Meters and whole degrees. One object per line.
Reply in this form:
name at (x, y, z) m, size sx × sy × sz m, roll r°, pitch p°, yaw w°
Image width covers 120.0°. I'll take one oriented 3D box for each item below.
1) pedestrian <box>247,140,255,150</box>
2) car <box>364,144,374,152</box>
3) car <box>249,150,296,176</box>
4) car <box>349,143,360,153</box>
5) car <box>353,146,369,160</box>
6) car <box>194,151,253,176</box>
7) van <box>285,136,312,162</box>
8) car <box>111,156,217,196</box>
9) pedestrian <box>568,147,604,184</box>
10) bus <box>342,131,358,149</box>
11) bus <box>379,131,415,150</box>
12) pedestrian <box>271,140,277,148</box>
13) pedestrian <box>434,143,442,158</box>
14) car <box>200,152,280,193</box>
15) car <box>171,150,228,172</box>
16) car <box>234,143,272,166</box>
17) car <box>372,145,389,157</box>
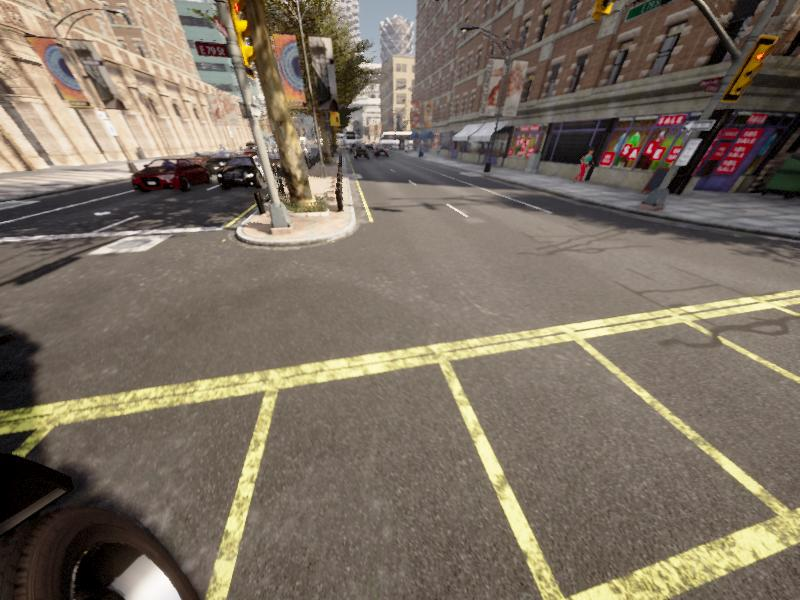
pedestrian at (-32.620, -33.922, 50.511) m, size 0.751 × 1.860 × 0.751 m, roll -7°, pitch 35°, yaw -11°
car at (-7.177, -35.467, 53.775) m, size 1.845 × 1.501 × 3.633 m, roll -6°, pitch 35°, yaw -9°
car at (-10.282, -11.481, 19.193) m, size 2.033 × 1.411 × 5.357 m, roll -6°, pitch 35°, yaw -10°
car at (-9.851, -32.962, 50.025) m, size 2.033 × 1.649 × 4.856 m, roll -6°, pitch 35°, yaw -10°
car at (-5.619, -21.176, 33.187) m, size 1.837 × 1.490 × 4.892 m, roll -6°, pitch 35°, yaw -10°
car at (-13.579, -10.757, 18.113) m, size 1.994 × 1.385 × 4.181 m, roll -6°, pitch 35°, yaw -9°
van at (-13.139, -19.883, 30.272) m, size 1.988 × 2.561 × 5.915 m, roll -6°, pitch 36°, yaw -10°
car at (-12.159, -6.797, 12.417) m, size 1.994 × 1.385 × 4.181 m, roll -6°, pitch 35°, yaw -10°
pedestrian at (11.082, -8.023, 13.841) m, size 0.751 × 1.860 × 0.751 m, roll -5°, pitch 35°, yaw -8°
bus at (-14.995, -47.987, 69.336) m, size 3.944 × 4.253 × 10.273 m, roll -6°, pitch 35°, yaw -10°
bus at (-1.008, -47.777, 69.263) m, size 10.273 × 4.253 × 3.944 m, roll -2°, pitch 35°, yaw -3°
pedestrian at (-36.311, -45.031, 66.496) m, size 0.751 × 1.860 × 0.751 m, roll -2°, pitch 35°, yaw -4°
pedestrian at (5.560, -21.843, 33.710) m, size 0.751 × 1.860 × 0.751 m, roll -4°, pitch 35°, yaw -7°
car at (-8.853, -7.549, 13.417) m, size 2.038 × 1.542 × 4.974 m, roll -6°, pitch 35°, yaw -10°
car at (-17.504, -12.418, 20.501) m, size 1.895 × 1.301 × 4.718 m, roll -6°, pitch 35°, yaw -10°
car at (-15.113, -15.203, 24.050) m, size 1.905 × 1.878 × 3.866 m, roll -6°, pitch 35°, yaw -10°
car at (-3.315, -24.679, 38.254) m, size 2.038 × 1.542 × 4.974 m, roll -6°, pitch 35°, yaw -10°
